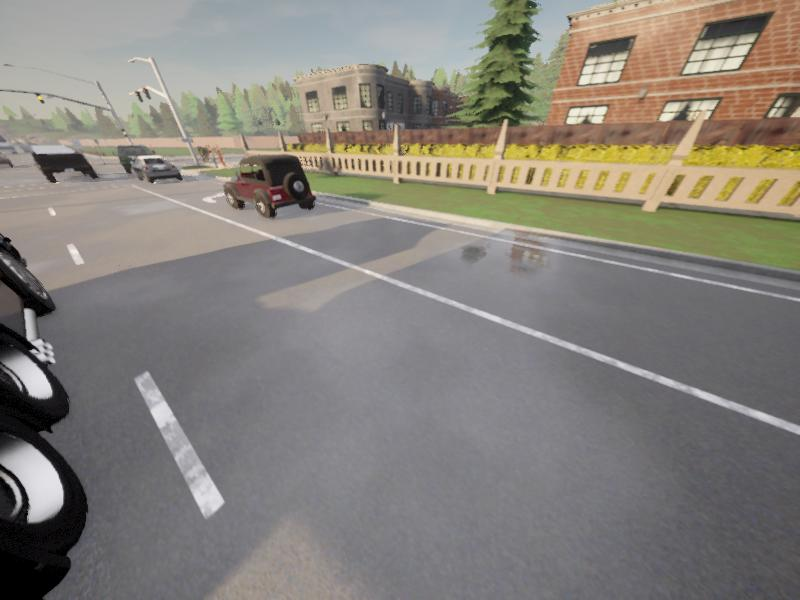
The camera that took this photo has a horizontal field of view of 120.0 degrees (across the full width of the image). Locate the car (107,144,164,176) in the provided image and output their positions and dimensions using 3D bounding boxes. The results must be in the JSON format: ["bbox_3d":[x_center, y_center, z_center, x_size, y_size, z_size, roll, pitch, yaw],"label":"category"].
[{"bbox_3d":[-23.227,-12.634,20.628,2.150,2.045,5.566,-24,41,-29],"label":"car"}]

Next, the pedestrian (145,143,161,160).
[{"bbox_3d":[-34.055,-20.469,31.856,0.751,1.860,0.751,29,45,36],"label":"pedestrian"}]

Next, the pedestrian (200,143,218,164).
[{"bbox_3d":[-21.220,-16.323,25.719,0.751,1.860,0.751,28,44,34],"label":"pedestrian"}]

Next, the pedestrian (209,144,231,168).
[{"bbox_3d":[-16.843,-13.508,21.667,0.751,1.860,0.751,17,38,23],"label":"pedestrian"}]

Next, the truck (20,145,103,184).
[{"bbox_3d":[-24.843,-10.069,16.916,6.274,2.098,2.390,22,41,29],"label":"truck"}]

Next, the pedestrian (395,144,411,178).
[{"bbox_3d":[0.191,-9.162,15.237,0.751,1.860,0.751,17,38,23],"label":"pedestrian"}]

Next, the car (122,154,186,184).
[{"bbox_3d":[-17.098,-9.156,16.063,3.806,1.475,1.970,23,41,30],"label":"car"}]

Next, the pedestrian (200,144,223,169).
[{"bbox_3d":[-17.273,-13.207,21.239,0.751,1.860,0.751,14,37,20],"label":"pedestrian"}]

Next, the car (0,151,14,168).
[{"bbox_3d":[-45.197,-15.649,25.728,4.674,1.442,1.812,22,41,29],"label":"car"}]

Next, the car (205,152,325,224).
[{"bbox_3d":[-5.007,-4.361,8.678,3.866,1.878,1.905,22,41,29],"label":"car"}]

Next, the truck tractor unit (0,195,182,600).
[{"bbox_3d":[-4.993,-0.401,0.940,6.516,4.208,3.053,23,41,29],"label":"truck tractor unit"}]
